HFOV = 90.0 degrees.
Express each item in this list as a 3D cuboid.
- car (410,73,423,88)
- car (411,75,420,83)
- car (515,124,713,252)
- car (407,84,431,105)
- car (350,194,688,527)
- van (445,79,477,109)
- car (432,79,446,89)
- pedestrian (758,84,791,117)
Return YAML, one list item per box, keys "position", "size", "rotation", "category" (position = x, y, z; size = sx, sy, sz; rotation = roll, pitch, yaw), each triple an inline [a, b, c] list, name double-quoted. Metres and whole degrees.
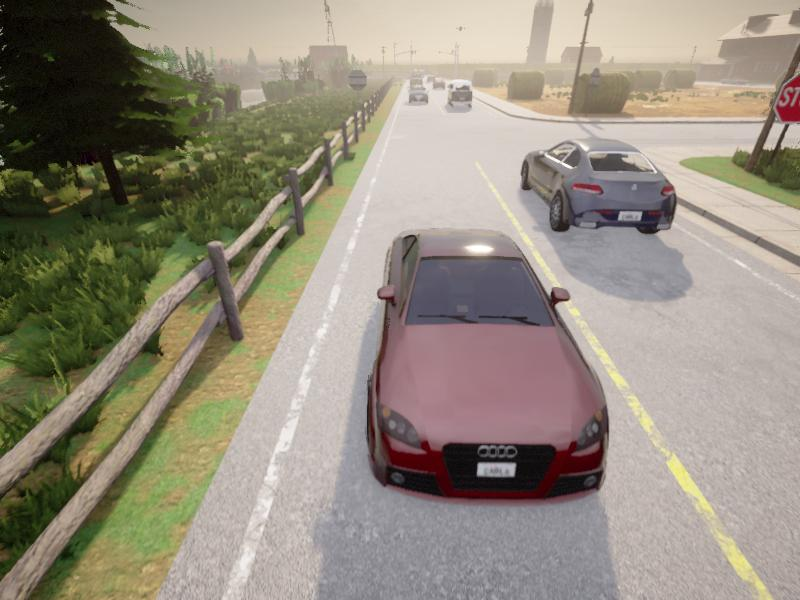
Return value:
- position: [2.698, -36.430, 66.367]
  size: [2.150, 2.045, 5.566]
  rotation: [1, 30, 1]
  category: "car"
- position: [3.335, -47.702, 86.311]
  size: [1.970, 1.475, 3.806]
  rotation: [1, 30, 1]
  category: "car"
- position: [4.380, -2.921, 9.399]
  size: [2.152, 1.651, 5.027]
  rotation: [2, 30, 3]
  category: "car"
- position: [1.746, -19.379, 37.693]
  size: [2.128, 1.511, 4.902]
  rotation: [1, 30, 1]
  category: "car"
- position: [0.738, 0.073, 4.525]
  size: [1.994, 1.385, 4.181]
  rotation: [1, 30, 1]
  category: "car"
- position: [5.177, -17.828, 34.515]
  size: [2.069, 2.038, 4.480]
  rotation: [1, 31, 1]
  category: "van"
- position: [6.103, -34.012, 62.963]
  size: [1.895, 1.301, 4.718]
  rotation: [1, 30, 1]
  category: "car"
- position: [24.854, -13.253, 26.571]
  size: [0.751, 1.860, 0.751]
  rotation: [-7, 31, -13]
  category: "pedestrian"
